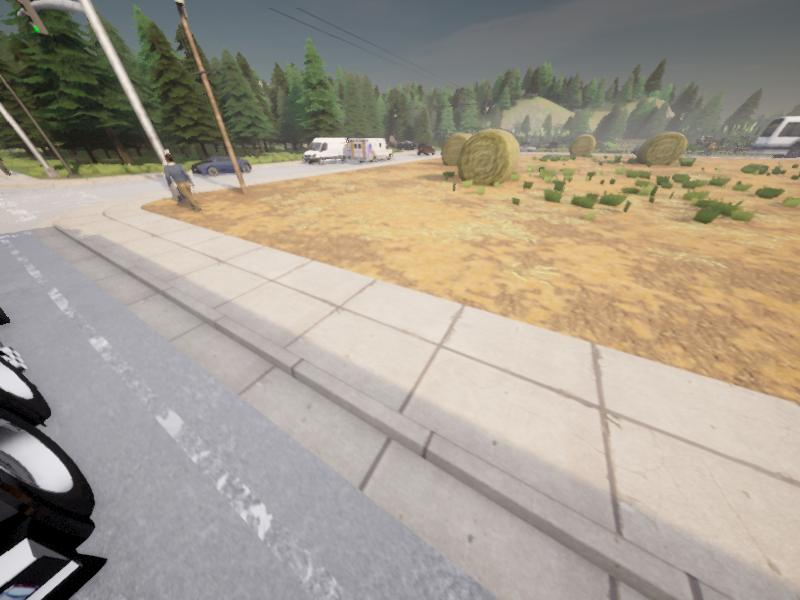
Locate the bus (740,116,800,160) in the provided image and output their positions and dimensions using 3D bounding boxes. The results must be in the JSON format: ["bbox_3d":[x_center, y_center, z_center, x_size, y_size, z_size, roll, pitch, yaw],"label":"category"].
[{"bbox_3d":[49.878,-18.813,26.853,10.273,4.253,3.944,20,40,27],"label":"bus"}]

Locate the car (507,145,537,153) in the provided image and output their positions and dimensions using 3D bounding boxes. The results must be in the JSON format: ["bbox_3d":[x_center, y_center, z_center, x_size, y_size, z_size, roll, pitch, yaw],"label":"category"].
[{"bbox_3d":[23.942,-29.744,45.421,4.718,1.301,1.895,21,40,27],"label":"car"}]

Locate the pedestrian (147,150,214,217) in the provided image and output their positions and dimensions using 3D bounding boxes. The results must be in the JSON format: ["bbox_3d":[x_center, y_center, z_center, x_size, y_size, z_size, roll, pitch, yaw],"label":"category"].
[{"bbox_3d":[-7.278,-3.896,7.756,0.751,1.860,0.751,20,40,27],"label":"pedestrian"}]

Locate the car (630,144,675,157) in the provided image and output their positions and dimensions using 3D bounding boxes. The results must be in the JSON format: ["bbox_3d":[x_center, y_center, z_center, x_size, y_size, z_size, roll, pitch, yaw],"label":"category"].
[{"bbox_3d":[37.446,-22.308,34.436,4.193,1.474,1.816,21,40,27],"label":"car"}]

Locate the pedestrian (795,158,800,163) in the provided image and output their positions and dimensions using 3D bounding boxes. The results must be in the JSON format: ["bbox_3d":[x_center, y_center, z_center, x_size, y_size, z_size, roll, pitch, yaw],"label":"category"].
[{"bbox_3d":[38.805,-13.886,21.656,0.751,1.860,0.751,-9,36,-13],"label":"pedestrian"}]

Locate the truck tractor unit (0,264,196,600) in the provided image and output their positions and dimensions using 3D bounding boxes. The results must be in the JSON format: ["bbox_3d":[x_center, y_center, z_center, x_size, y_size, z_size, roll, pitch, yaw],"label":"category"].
[{"bbox_3d":[-5.110,-0.300,0.791,6.516,4.208,3.053,18,38,24],"label":"truck tractor unit"}]

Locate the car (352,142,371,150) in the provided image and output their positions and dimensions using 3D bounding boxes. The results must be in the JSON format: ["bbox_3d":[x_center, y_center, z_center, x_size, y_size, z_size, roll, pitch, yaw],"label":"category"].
[{"bbox_3d":[-10.684,-42.857,64.324,4.856,1.649,2.033,19,39,26],"label":"car"}]

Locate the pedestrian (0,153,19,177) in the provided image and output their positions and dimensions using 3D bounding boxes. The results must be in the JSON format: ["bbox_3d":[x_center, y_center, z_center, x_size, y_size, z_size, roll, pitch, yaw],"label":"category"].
[{"bbox_3d":[-29.457,-10.123,16.925,0.751,1.860,0.751,22,40,28],"label":"pedestrian"}]

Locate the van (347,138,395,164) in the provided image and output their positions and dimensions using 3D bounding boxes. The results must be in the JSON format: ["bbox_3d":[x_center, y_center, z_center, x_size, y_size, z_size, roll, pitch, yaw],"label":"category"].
[{"bbox_3d":[-3.313,-18.401,28.438,2.351,2.431,6.366,19,39,25],"label":"van"}]

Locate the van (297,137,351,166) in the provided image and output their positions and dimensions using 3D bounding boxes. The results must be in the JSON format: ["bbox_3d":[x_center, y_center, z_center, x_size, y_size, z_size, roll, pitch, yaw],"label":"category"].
[{"bbox_3d":[-8.542,-17.339,26.868,1.988,2.561,5.915,19,39,25],"label":"van"}]

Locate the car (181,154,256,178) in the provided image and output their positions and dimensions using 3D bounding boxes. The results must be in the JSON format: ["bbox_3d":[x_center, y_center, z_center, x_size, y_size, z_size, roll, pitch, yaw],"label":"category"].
[{"bbox_3d":[-14.617,-11.060,18.916,1.994,1.385,4.181,19,39,25],"label":"car"}]

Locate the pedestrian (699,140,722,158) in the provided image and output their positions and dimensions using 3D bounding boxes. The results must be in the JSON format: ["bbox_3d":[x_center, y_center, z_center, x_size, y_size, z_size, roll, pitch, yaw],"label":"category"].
[{"bbox_3d":[38.450,-18.743,28.649,0.751,1.860,0.751,15,38,20],"label":"pedestrian"}]

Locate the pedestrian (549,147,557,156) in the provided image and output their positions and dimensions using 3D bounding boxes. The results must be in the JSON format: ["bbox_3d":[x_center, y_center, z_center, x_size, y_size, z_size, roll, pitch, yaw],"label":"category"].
[{"bbox_3d":[22.467,-21.885,34.004,0.500,1.100,0.500,-20,40,-26],"label":"pedestrian"}]

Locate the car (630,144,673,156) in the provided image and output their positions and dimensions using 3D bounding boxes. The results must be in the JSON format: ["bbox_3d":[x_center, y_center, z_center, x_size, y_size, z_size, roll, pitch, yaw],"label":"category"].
[{"bbox_3d":[39.693,-23.861,36.648,4.193,1.474,1.816,21,40,27],"label":"car"}]
